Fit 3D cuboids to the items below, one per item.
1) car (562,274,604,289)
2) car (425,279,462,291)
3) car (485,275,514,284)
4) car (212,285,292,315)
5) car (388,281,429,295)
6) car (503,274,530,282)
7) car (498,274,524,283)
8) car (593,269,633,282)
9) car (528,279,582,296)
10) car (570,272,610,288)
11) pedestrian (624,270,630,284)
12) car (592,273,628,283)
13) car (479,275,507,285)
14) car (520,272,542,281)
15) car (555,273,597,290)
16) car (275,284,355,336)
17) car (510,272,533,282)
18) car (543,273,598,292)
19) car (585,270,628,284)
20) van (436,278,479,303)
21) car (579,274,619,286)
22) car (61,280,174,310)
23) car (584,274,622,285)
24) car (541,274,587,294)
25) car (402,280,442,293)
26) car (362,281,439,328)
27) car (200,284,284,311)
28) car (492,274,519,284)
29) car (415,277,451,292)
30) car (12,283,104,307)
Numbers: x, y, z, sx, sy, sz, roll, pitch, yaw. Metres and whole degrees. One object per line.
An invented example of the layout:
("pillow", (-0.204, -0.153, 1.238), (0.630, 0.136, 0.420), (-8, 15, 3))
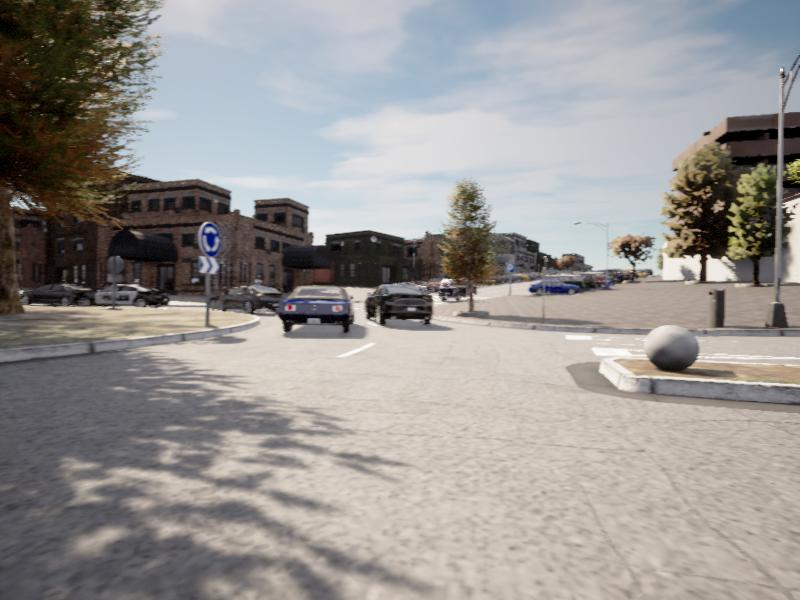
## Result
("car", (23.085, -2.337, 50.575), (4.553, 1.767, 2.185), (0, 5, 17))
("car", (6.206, -2.173, 56.868), (4.792, 1.488, 2.163), (-1, 4, 16))
("car", (18.240, -3.773, 73.512), (5.008, 1.535, 2.097), (-1, 4, 16))
("car", (-8.193, -0.033, 21.862), (4.892, 1.490, 1.837), (1, 0, 39))
("car", (1.094, -1.488, 49.690), (4.674, 1.452, 2.002), (-1, 4, 16))
("car", (23.417, -4.443, 80.602), (5.008, 1.535, 2.097), (-1, 4, 16))
("car", (21.693, -4.218, 78.234), (4.892, 1.521, 2.231), (-1, 4, 16))
("car", (35.788, -4.065, 67.304), (5.566, 2.045, 2.435), (0, 5, 16))
("car", (15.814, -1.300, 41.097), (5.008, 1.535, 2.097), (0, 5, 18))
("car", (25.050, -2.664, 52.899), (4.442, 1.987, 1.878), (0, 5, 17))
("pedestrian", (31.321, -3.149, 55.181), (0.751, 1.860, 0.751), (1, 0, 32))
("car", (33.987, -3.585, 64.921), (4.892, 1.521, 2.231), (0, 5, 16))
("car", (16.556, -3.520, 71.130), (4.792, 1.488, 2.163), (-1, 4, 16))
("car", (28.618, -5.218, 87.669), (4.553, 1.767, 2.185), (-1, 4, 16))
("car", (21.174, -2.208, 48.213), (4.442, 1.987, 1.878), (0, 5, 18))
("car", (-2.421, 0.233, 12.531), (1.895, 1.301, 4.718), (1, 0, -6))
("car", (25.162, -4.789, 82.949), (4.553, 1.767, 2.185), (-1, 4, 16))
("car", (19.432, -2.005, 45.815), (5.566, 2.045, 2.435), (0, 5, 18))
("car", (32.216, -3.606, 62.482), (5.566, 2.045, 2.435), (0, 5, 17))
("van", (5.392, -0.966, 36.985), (2.069, 2.038, 4.480), (1, 5, 36))
("car", (28.584, -2.895, 57.707), (4.892, 1.521, 2.231), (0, 5, 17))
("car", (-16.828, -0.280, 24.099), (5.238, 1.638, 1.930), (1, 0, -6))
("car", (30.415, -3.096, 60.101), (4.792, 1.488, 2.163), (0, 5, 17))
("car", (17.750, -1.752, 43.412), (4.442, 1.987, 1.878), (0, 5, 18))
("car", (2.835, -1.724, 52.075), (4.792, 1.488, 2.163), (-1, 4, 16))
("car", (-0.192, 0.131, 15.797), (1.882, 1.535, 5.008), (1, 0, -14))
("car", (-10.372, -0.175, 26.206), (5.238, 1.638, 1.930), (1, 0, 23))
("car", (19.970, -3.995, 75.872), (4.892, 1.521, 2.231), (-1, 4, 16))
("car", (4.542, -2.104, 54.450), (4.553, 1.767, 2.185), (-1, 4, 16))
("car", (-23.154, -0.345, 27.154), (4.892, 1.490, 1.837), (1, 1, 5))
